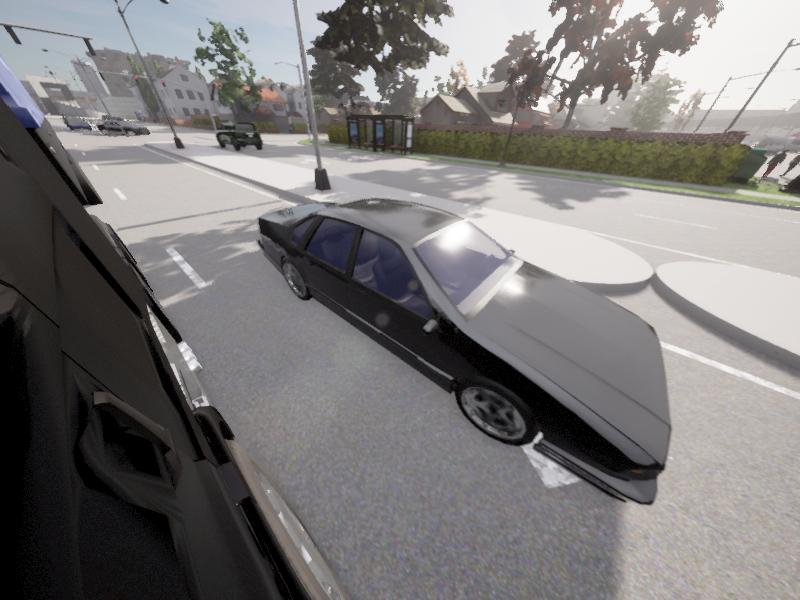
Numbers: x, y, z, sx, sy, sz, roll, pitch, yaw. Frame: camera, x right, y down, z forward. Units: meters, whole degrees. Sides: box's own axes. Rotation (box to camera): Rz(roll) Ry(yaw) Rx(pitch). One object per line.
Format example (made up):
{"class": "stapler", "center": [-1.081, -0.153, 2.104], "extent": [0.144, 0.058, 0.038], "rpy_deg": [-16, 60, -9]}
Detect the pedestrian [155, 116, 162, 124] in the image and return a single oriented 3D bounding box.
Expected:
{"class": "pedestrian", "center": [-70.889, -52.813, 67.839], "extent": [0.751, 1.860, 0.751], "rpy_deg": [-29, 47, -35]}

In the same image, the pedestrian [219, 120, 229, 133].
{"class": "pedestrian", "center": [-30.880, -30.425, 40.488], "extent": [0.751, 1.860, 0.751], "rpy_deg": [-23, 44, -30]}

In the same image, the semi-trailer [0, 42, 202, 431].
{"class": "semi-trailer", "center": [-8.701, -3.606, 4.221], "extent": [14.254, 4.402, 2.717], "rpy_deg": [28, 44, 30]}

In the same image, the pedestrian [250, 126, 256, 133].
{"class": "pedestrian", "center": [-27.770, -32.210, 43.696], "extent": [0.500, 1.100, 0.500], "rpy_deg": [28, 43, 29]}

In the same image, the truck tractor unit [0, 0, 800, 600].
{"class": "truck tractor unit", "center": [-2.645, -0.295, 0.351], "extent": [6.516, 4.208, 3.053], "rpy_deg": [28, 44, 30]}

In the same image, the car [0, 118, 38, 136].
{"class": "car", "center": [-41.118, -17.921, 23.834], "extent": [1.994, 1.385, 4.181], "rpy_deg": [-10, 39, -17]}

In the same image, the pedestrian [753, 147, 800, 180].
{"class": "pedestrian", "center": [26.632, -9.673, 16.392], "extent": [0.751, 1.860, 0.751], "rpy_deg": [28, 44, 30]}

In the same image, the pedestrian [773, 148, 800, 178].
{"class": "pedestrian", "center": [29.943, -10.369, 17.528], "extent": [0.751, 1.860, 0.751], "rpy_deg": [28, 44, 30]}

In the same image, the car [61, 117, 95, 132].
{"class": "car", "center": [-45.735, -24.918, 32.791], "extent": [4.792, 1.488, 2.163], "rpy_deg": [28, 44, 30]}

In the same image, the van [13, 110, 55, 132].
{"class": "van", "center": [-46.550, -22.832, 29.487], "extent": [4.480, 2.038, 2.069], "rpy_deg": [28, 44, 30]}

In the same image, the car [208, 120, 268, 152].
{"class": "car", "center": [-14.562, -14.763, 20.727], "extent": [5.566, 2.045, 2.150], "rpy_deg": [28, 44, 30]}

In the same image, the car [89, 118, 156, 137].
{"class": "car", "center": [-33.981, -21.173, 28.398], "extent": [5.238, 1.638, 1.930], "rpy_deg": [3, 37, 0]}

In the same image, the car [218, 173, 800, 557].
{"class": "car", "center": [0.058, -0.427, 3.055], "extent": [5.357, 1.411, 2.033], "rpy_deg": [28, 44, 30]}

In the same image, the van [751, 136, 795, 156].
{"class": "van", "center": [65.706, -27.262, 40.892], "extent": [1.988, 2.561, 5.915], "rpy_deg": [28, 45, 30]}

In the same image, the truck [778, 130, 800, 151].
{"class": "truck", "center": [92.397, -36.611, 52.942], "extent": [2.891, 3.827, 8.468], "rpy_deg": [28, 45, 30]}

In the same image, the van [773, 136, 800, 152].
{"class": "van", "center": [83.999, -33.523, 49.661], "extent": [1.988, 2.561, 5.915], "rpy_deg": [28, 45, 30]}

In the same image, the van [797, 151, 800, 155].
{"class": "van", "center": [74.649, -26.871, 40.848], "extent": [2.351, 2.431, 6.366], "rpy_deg": [28, 45, 30]}
